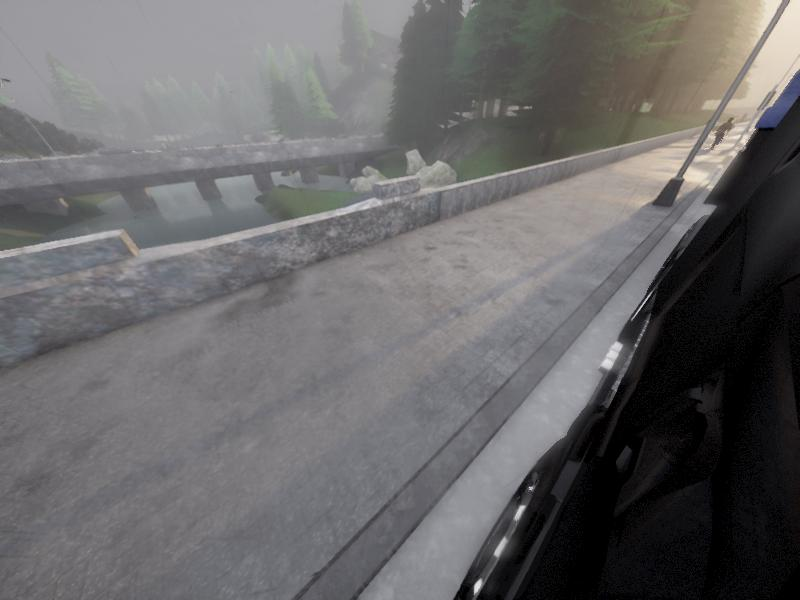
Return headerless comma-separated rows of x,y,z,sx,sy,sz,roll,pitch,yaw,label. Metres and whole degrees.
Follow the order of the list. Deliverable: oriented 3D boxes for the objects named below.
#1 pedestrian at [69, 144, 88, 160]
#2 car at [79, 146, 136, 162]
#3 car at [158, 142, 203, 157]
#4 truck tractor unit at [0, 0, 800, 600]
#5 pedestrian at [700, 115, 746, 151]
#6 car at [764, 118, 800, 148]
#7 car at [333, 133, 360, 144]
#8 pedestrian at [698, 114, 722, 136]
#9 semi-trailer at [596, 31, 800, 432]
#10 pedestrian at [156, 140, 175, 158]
-47.277,-21.828,34.008,0.751,1.860,0.751,-29,44,-31,pedestrian
-40.982,-20.644,32.592,4.674,1.442,1.812,-27,43,-29,car
-32.155,-22.143,33.972,4.514,1.525,2.007,-27,43,-29,car
2.645,-0.295,0.352,6.516,4.208,3.053,-28,44,-30,truck tractor unit
20.781,-10.751,14.932,0.751,1.860,0.751,16,41,23,pedestrian
28.938,-12.306,16.923,3.988,1.617,1.851,-27,43,-29,car
-10.843,-33.026,47.197,4.892,1.490,1.837,-27,43,-29,car
33.309,-18.764,24.850,0.751,1.860,0.751,-27,43,-29,pedestrian
8.770,-3.555,4.155,14.254,4.402,2.717,-27,43,-29,semi-trailer
-30.506,-19.698,30.108,0.751,1.860,0.751,-11,38,-11,pedestrian
